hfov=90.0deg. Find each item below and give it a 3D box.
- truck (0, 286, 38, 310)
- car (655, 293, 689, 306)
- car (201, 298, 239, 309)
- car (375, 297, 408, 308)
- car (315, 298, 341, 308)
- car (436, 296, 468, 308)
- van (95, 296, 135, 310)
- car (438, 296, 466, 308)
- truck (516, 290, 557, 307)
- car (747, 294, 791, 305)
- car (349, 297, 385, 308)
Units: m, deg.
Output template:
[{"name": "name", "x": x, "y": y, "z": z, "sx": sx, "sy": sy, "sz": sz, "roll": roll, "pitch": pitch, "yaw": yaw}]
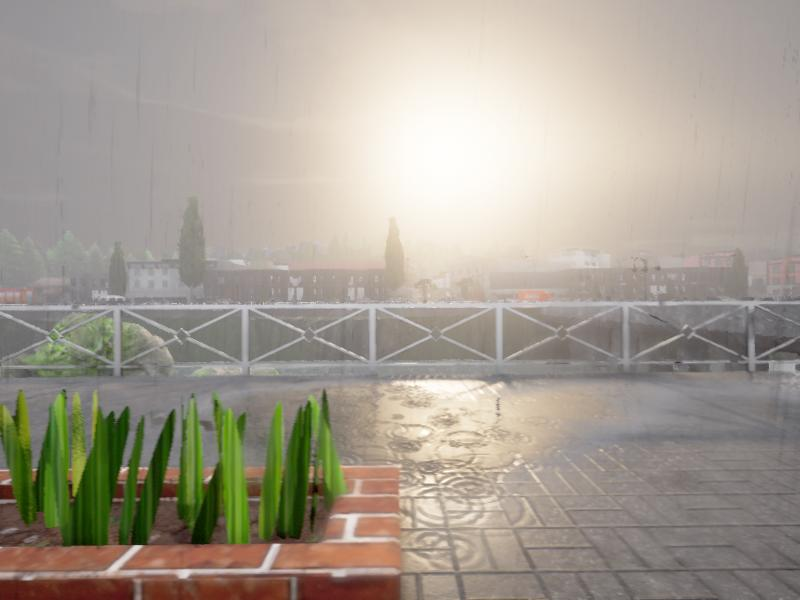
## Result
[{"name": "truck", "x": -63.451, "y": -0.323, "z": 64.041, "sx": 8.468, "sy": 3.827, "sz": 2.891, "roll": 0, "pitch": 0, "yaw": 0}, {"name": "car", "x": 41.300, "y": -0.056, "z": 60.715, "sx": 3.866, "sy": 1.878, "sz": 1.905, "roll": 0, "pitch": 0, "yaw": 0}, {"name": "car", "x": -28.887, "y": 0.546, "z": 64.258, "sx": 5.238, "sy": 1.638, "sz": 1.930, "roll": 0, "pitch": 0, "yaw": 0}, {"name": "car", "x": -1.378, "y": 0.361, "z": 64.402, "sx": 5.238, "sy": 1.638, "sz": 1.930, "roll": -1, "pitch": 0, "yaw": -1}, {"name": "car", "x": -11.605, "y": 0.511, "z": 64.315, "sx": 3.806, "sy": 1.475, "sz": 1.970, "roll": 0, "pitch": 0, "yaw": 0}, {"name": "car", "x": 8.275, "y": 0.297, "z": 64.471, "sx": 4.856, "sy": 1.649, "sz": 2.033, "roll": -2, "pitch": 0, "yaw": 0}, {"name": "van", "x": -42.827, "y": 0.426, "z": 60.174, "sx": 4.480, "sy": 2.038, "sz": 2.069, "roll": 0, "pitch": 0, "yaw": 0}, {"name": "car", "x": 7.822, "y": 0.303, "z": 60.518, "sx": 3.988, "sy": 1.617, "sz": 1.851, "roll": 0, "pitch": 0, "yaw": 0}, {"name": "truck", "x": 20.629, "y": -0.214, "z": 60.587, "sx": 5.204, "sy": 2.467, "sz": 2.627, "roll": 0, "pitch": 0, "yaw": 0}, {"name": "car", "x": 59.781, "y": -0.053, "z": 64.835, "sx": 5.238, "sy": 1.638, "sz": 1.930, "roll": 0, "pitch": 0, "yaw": 0}, {"name": "car", "x": -4.973, "y": 0.374, "z": 60.438, "sx": 5.238, "sy": 1.638, "sz": 1.930, "roll": 0, "pitch": 0, "yaw": 0}]
